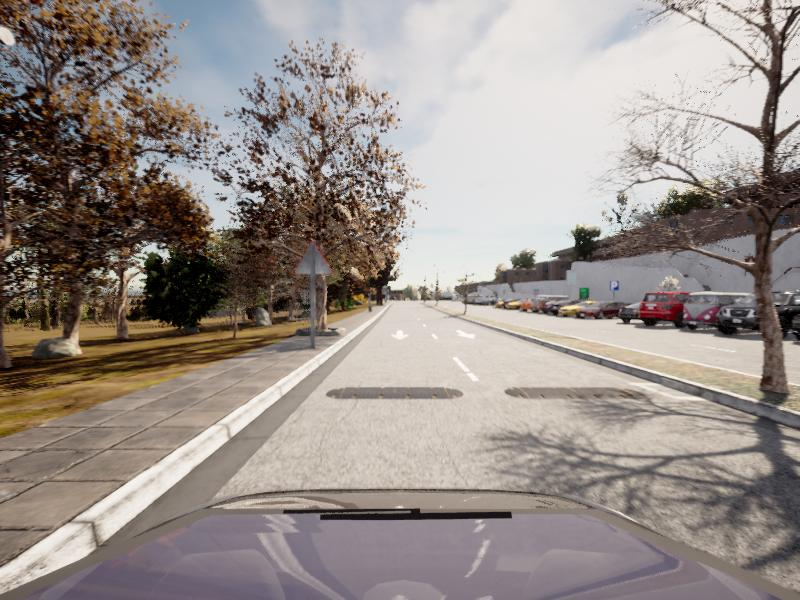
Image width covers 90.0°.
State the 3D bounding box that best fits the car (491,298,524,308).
[{"bbox_3d":[16.884,0.473,62.597,4.674,1.452,2.002,1,1,-20],"label":"car"}]

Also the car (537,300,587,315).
[{"bbox_3d":[16.869,0.762,41.714,4.674,1.452,2.002,1,0,-20],"label":"car"}]

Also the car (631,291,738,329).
[{"bbox_3d":[16.893,0.572,23.816,5.566,2.045,2.435,1,0,-20],"label":"car"}]

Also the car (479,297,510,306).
[{"bbox_3d":[16.904,0.322,71.536,4.892,1.521,2.231,1,1,-20],"label":"car"}]

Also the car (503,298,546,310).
[{"bbox_3d":[16.708,0.561,53.582,5.366,1.575,1.946,0,1,-20],"label":"car"}]

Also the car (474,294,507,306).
[{"bbox_3d":[16.925,0.035,74.534,5.566,2.045,2.435,1,0,-20],"label":"car"}]

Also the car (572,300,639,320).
[{"bbox_3d":[16.841,0.823,32.745,4.792,1.488,2.163,1,1,-20],"label":"car"}]

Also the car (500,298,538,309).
[{"bbox_3d":[16.910,0.550,56.644,4.792,1.488,2.163,0,1,-20],"label":"car"}]

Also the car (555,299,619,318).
[{"bbox_3d":[16.699,0.769,35.672,5.366,1.575,1.946,1,1,-20],"label":"car"}]

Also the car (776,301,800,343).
[{"bbox_3d":[16.851,0.830,14.851,4.892,1.521,2.231,1,0,-20],"label":"car"}]

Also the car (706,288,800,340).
[{"bbox_3d":[16.838,0.575,17.820,5.566,2.045,2.435,1,0,-20],"label":"car"}]

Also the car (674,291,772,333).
[{"bbox_3d":[16.756,0.598,20.773,4.442,1.987,1.878,1,0,-20],"label":"car"}]

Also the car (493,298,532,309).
[{"bbox_3d":[16.713,0.470,59.548,5.366,1.575,1.946,0,1,-20],"label":"car"}]

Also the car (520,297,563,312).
[{"bbox_3d":[16.851,0.526,47.671,4.553,1.767,2.185,0,1,-20],"label":"car"}]

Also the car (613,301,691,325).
[{"bbox_3d":[16.861,0.856,26.788,4.674,1.452,2.002,1,0,-20],"label":"car"}]

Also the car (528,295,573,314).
[{"bbox_3d":[16.771,0.464,44.643,4.442,1.987,1.878,0,1,-20],"label":"car"}]

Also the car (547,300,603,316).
[{"bbox_3d":[16.899,0.783,38.742,4.792,1.488,2.163,1,0,-20],"label":"car"}]
